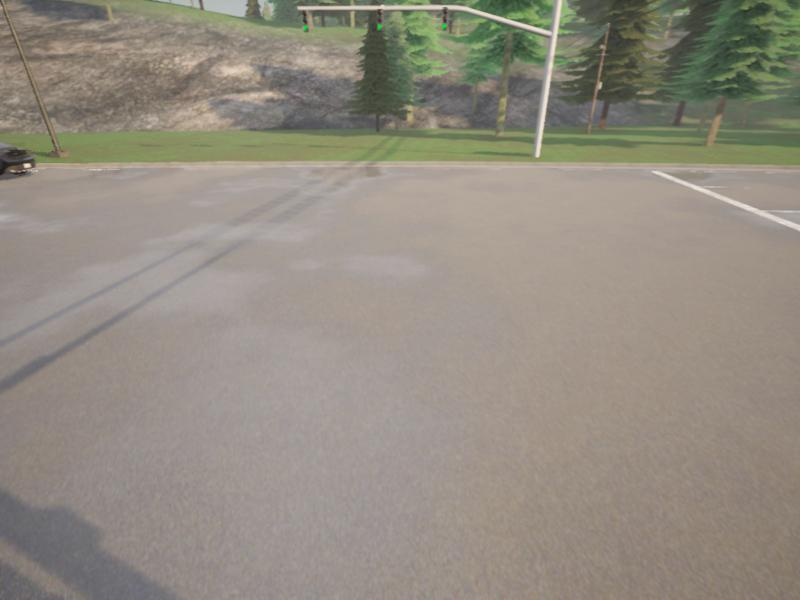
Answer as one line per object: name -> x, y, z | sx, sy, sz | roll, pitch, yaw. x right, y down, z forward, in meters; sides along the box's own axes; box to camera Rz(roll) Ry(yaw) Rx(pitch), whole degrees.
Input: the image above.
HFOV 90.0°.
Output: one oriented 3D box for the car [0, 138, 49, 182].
car -> -17.725, -5.664, 16.167 | 4.892, 1.490, 1.837 | -2, 27, -4
